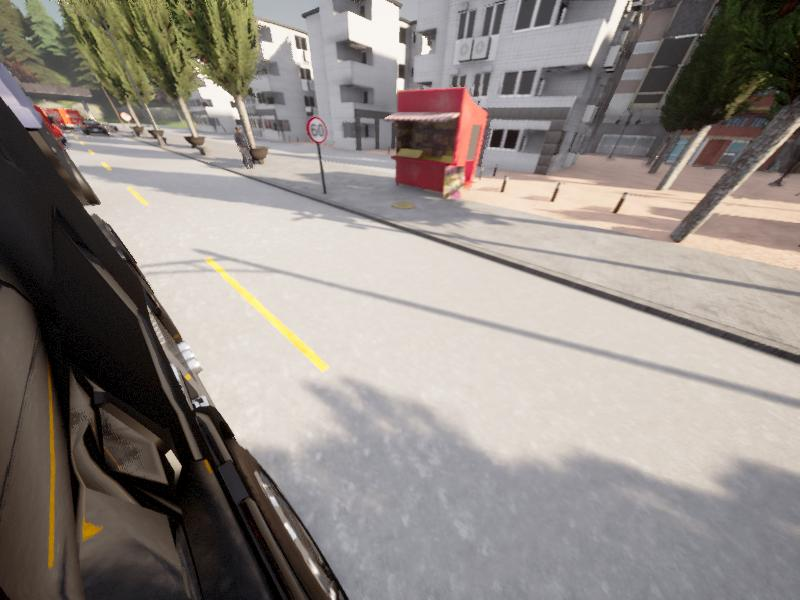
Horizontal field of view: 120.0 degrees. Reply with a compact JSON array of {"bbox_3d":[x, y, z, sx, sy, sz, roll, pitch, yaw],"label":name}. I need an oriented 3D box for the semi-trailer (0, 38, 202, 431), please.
[{"bbox_3d":[-8.731,-3.579,4.201,14.254,4.402,2.717,28,43,29],"label":"semi-trailer"}]

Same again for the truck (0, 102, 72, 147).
[{"bbox_3d":[-29.086,-13.841,18.231,5.204,2.467,2.627,30,44,29],"label":"truck"}]

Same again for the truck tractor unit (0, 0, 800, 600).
[{"bbox_3d":[-2.645,-0.295,0.351,6.516,4.208,3.053,28,44,30],"label":"truck tractor unit"}]

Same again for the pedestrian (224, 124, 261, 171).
[{"bbox_3d":[-7.832,-7.620,11.592,0.751,1.860,0.751,24,41,25],"label":"pedestrian"}]

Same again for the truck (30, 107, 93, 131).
[{"bbox_3d":[-49.486,-26.461,33.861,5.204,2.467,2.627,11,36,11],"label":"truck"}]

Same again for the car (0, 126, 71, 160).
[{"bbox_3d":[-21.630,-9.357,13.662,4.181,1.385,1.994,28,44,30],"label":"car"}]

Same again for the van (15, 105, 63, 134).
[{"bbox_3d":[-44.206,-22.090,28.286,5.915,2.561,1.988,26,43,28],"label":"van"}]

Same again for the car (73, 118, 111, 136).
[{"bbox_3d":[-38.897,-21.859,29.169,4.974,1.542,2.038,29,44,30],"label":"car"}]
